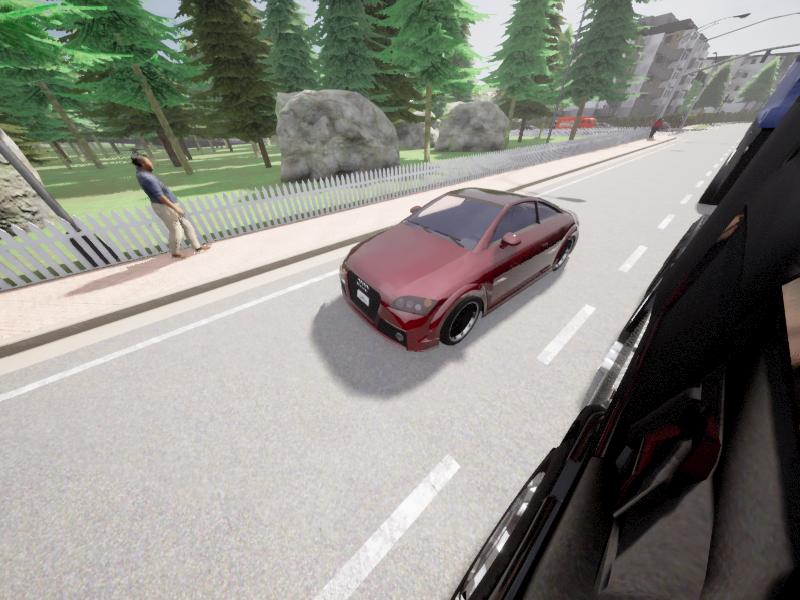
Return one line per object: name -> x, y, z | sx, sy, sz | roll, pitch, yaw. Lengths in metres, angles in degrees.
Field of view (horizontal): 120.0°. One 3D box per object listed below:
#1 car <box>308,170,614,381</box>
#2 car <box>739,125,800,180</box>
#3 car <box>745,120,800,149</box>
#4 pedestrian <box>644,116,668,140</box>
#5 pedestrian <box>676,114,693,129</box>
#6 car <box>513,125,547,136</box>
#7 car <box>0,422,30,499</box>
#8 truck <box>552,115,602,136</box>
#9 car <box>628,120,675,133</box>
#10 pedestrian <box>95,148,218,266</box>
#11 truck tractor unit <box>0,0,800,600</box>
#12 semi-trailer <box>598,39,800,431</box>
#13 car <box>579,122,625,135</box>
car -> 1.114, -0.949, 3.698 | 4.181, 1.385, 1.994 | -26, 43, -28
car -> 16.670, -6.430, 9.867 | 5.366, 1.575, 1.801 | -27, 43, -30
car -> 27.630, -12.094, 16.809 | 4.792, 1.488, 2.163 | -27, 43, -29
pedestrian -> 25.065, -16.813, 22.666 | 0.751, 1.860, 0.751 | -25, 42, -27
pedestrian -> 47.092, -29.565, 38.305 | 0.751, 1.860, 0.751 | -3, 37, 0
car -> 23.190, -30.322, 41.419 | 1.837, 1.490, 4.892 | -26, 43, -28
car -> -4.469, 1.841, 0.127 | 3.988, 1.617, 1.851 | -27, 43, -29
truck -> 27.677, -27.364, 36.371 | 2.627, 2.467, 5.204 | -26, 43, -28
car -> 40.261, -27.883, 37.125 | 1.812, 1.442, 4.674 | -26, 43, -28
pedestrian -> -4.402, -1.725, 4.379 | 0.751, 1.860, 0.751 | -28, 43, -30
truck tractor unit -> 2.645, -0.295, 0.351 | 6.516, 4.208, 3.053 | -28, 44, -30
semi-trailer -> 8.708, -3.601, 4.214 | 14.254, 4.402, 2.717 | -28, 44, -30
car -> 31.964, -27.231, 36.722 | 2.128, 1.511, 4.902 | -26, 43, -28
